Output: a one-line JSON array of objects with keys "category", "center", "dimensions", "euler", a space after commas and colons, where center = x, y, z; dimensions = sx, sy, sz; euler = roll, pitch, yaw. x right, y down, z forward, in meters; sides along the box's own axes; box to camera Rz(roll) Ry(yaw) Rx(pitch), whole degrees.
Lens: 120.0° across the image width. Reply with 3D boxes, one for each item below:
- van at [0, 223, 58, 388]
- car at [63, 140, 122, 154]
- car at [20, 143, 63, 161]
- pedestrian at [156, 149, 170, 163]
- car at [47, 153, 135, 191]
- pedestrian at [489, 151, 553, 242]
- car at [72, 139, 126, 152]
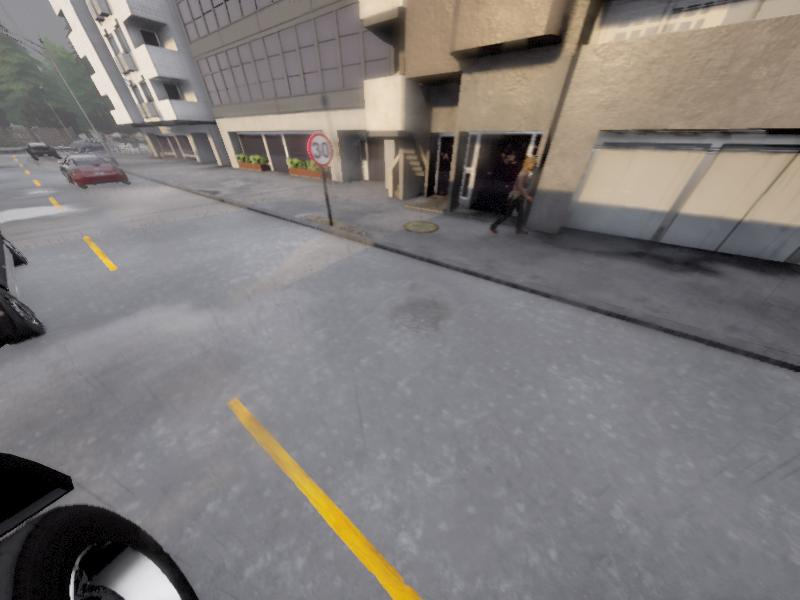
[{"category": "van", "center": [-7.127, -0.800, 2.773], "dimensions": [5.915, 2.561, 1.988], "euler": [22, 41, 28]}, {"category": "car", "center": [-47.647, -23.969, 36.033], "dimensions": [2.152, 1.651, 5.027], "euler": [7, 36, 10]}, {"category": "car", "center": [-40.270, -16.712, 25.925], "dimensions": [4.892, 1.490, 1.837], "euler": [22, 41, 28]}, {"category": "pedestrian", "center": [-22.412, -13.637, 21.878], "dimensions": [0.500, 1.100, 0.500], "euler": [-26, 43, -32]}, {"category": "car", "center": [-17.019, -7.174, 12.729], "dimensions": [4.181, 1.385, 1.994], "euler": [22, 41, 28]}, {"category": "pedestrian", "center": [2.890, -2.494, 5.631], "dimensions": [0.751, 1.860, 0.751], "euler": [23, 41, 29]}, {"category": "car", "center": [-50.313, -25.911, 38.760], "dimensions": [2.152, 1.651, 5.027], "euler": [18, 39, 23]}]
